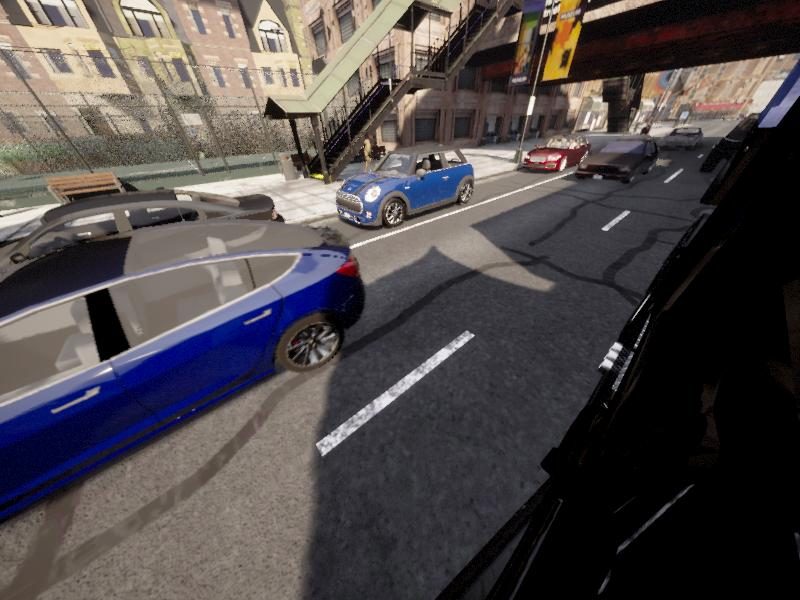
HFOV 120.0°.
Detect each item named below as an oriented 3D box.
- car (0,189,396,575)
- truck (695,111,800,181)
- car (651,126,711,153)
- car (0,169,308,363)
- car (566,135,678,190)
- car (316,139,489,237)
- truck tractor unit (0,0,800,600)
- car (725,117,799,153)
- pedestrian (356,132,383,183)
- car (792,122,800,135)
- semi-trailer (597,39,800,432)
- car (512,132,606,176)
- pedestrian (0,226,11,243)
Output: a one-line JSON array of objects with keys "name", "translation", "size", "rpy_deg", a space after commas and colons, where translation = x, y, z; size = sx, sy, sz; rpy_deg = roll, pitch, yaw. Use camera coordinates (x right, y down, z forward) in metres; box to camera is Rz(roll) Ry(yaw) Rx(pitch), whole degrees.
[{"name": "car", "translation": [-2.620, 0.338, 2.132], "size": [4.792, 1.488, 2.163], "rpy_deg": [-28, 44, -30]}, {"name": "truck", "translation": [16.093, -7.078, 10.325], "size": [6.274, 2.098, 2.390], "rpy_deg": [-28, 43, -30]}, {"name": "car", "translation": [20.835, -11.961, 17.128], "size": [4.718, 1.301, 1.895], "rpy_deg": [-27, 43, -29]}, {"name": "car", "translation": [-4.585, -0.910, 3.868], "size": [5.008, 1.535, 2.097], "rpy_deg": [-28, 44, -30]}, {"name": "car", "translation": [9.720, -6.167, 10.059], "size": [5.357, 1.411, 2.033], "rpy_deg": [-28, 44, -29]}, {"name": "car", "translation": [0.260, -3.692, 7.046], "size": [4.553, 1.767, 2.185], "rpy_deg": [-28, 44, -30]}, {"name": "truck tractor unit", "translation": [2.645, -0.295, 0.351], "size": [6.516, 4.208, 3.053], "rpy_deg": [-28, 44, -30]}, {"name": "car", "translation": [24.503, -11.299, 15.730], "size": [5.238, 1.638, 1.930], "rpy_deg": [-28, 44, -29]}, {"name": "pedestrian", "translation": [-1.330, -6.338, 10.308], "size": [0.751, 1.860, 0.751], "rpy_deg": [-23, 41, -25]}, {"name": "car", "translation": [41.286, -17.305, 22.926], "size": [4.718, 1.301, 1.895], "rpy_deg": [-28, 44, -30]}, {"name": "semi-trailer", "translation": [8.721, -3.599, 4.191], "size": [14.254, 4.402, 2.717], "rpy_deg": [-28, 44, -29]}, {"name": "car", "translation": [8.571, -7.969, 12.409], "size": [4.892, 1.521, 2.231], "rpy_deg": [-28, 44, -30]}, {"name": "pedestrian", "translation": [-10.849, -2.212, 5.432], "size": [0.751, 1.860, 0.751], "rpy_deg": [-32, 46, -33]}]
